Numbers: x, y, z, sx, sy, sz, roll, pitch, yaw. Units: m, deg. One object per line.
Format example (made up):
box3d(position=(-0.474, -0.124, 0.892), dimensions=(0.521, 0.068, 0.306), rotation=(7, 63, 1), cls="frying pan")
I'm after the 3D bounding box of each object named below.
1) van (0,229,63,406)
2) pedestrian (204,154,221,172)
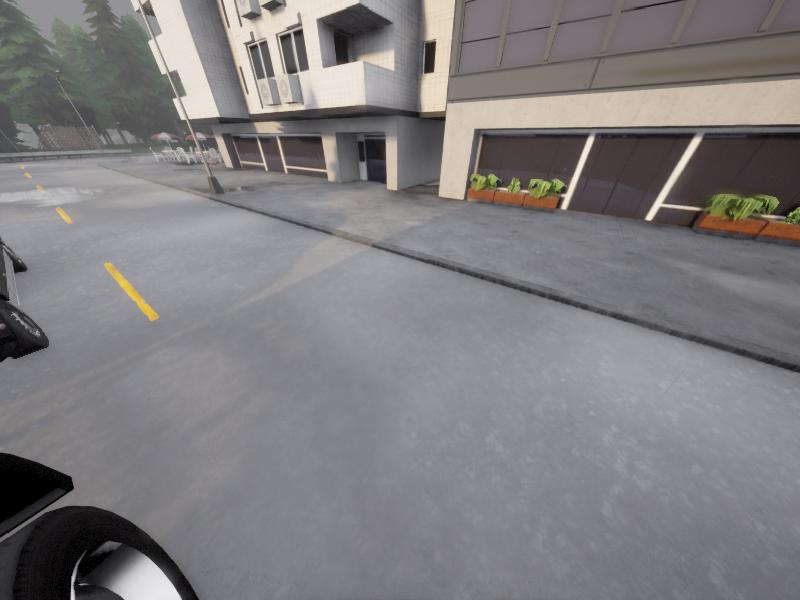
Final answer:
box3d(position=(-6.845, -0.658, 2.608), dimensions=(5.915, 2.561, 1.988), rotation=(22, 40, 28), cls="van")
box3d(position=(-13.545, -9.893, 16.690), dimensions=(0.500, 1.100, 0.500), rotation=(24, 41, 29), cls="pedestrian")
